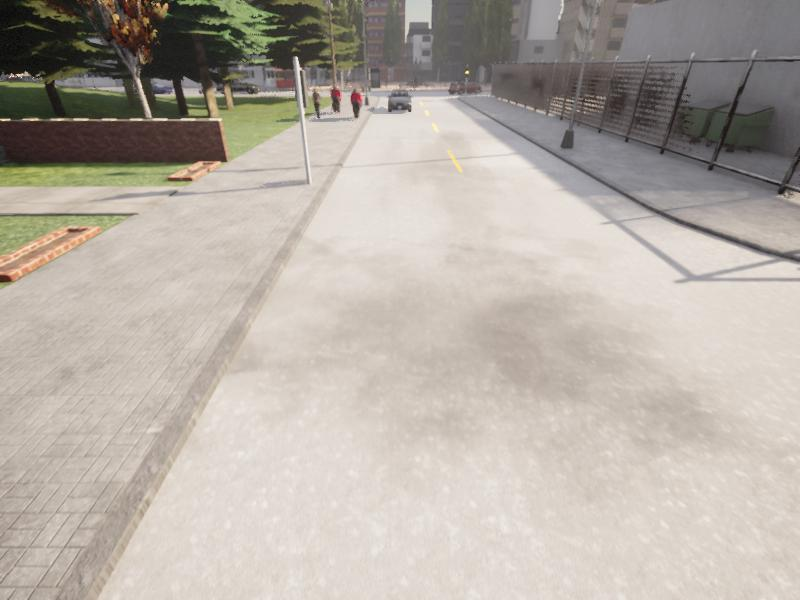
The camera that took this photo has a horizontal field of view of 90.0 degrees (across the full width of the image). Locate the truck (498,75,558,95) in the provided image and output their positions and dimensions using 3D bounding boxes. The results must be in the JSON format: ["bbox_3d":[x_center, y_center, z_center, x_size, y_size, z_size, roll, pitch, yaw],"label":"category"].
[{"bbox_3d":[15.434,-26.192,48.682,6.274,2.098,2.390,0,30,0],"label":"truck"}]

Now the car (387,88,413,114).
[{"bbox_3d":[-0.013,-15.147,30.420,1.816,1.474,4.193,0,30,0],"label":"car"}]

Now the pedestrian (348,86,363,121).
[{"bbox_3d":[-2.663,-11.888,24.213,0.751,1.860,0.751,-1,30,-1],"label":"pedestrian"}]

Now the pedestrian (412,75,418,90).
[{"bbox_3d":[2.124,-29.940,55.064,0.751,1.860,0.751,-1,30,-1],"label":"pedestrian"}]

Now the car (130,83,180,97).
[{"bbox_3d":[-29.924,-25.713,48.926,4.674,1.442,1.812,0,30,0],"label":"car"}]

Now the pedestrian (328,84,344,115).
[{"bbox_3d":[-4.335,-13.592,27.124,0.751,1.860,0.751,5,31,8],"label":"pedestrian"}]

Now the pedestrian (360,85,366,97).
[{"bbox_3d":[-4.036,-22.946,43.863,0.500,1.100,0.500,-12,32,-20],"label":"pedestrian"}]

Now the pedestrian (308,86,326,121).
[{"bbox_3d":[-5.008,-11.886,24.208,0.751,1.860,0.751,3,30,5],"label":"pedestrian"}]

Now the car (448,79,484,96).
[{"bbox_3d":[7.931,-25.616,48.181,3.988,1.617,1.851,-17,34,-27],"label":"car"}]

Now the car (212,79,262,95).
[{"bbox_3d":[-19.797,-25.978,48.774,5.027,1.651,2.152,0,30,0],"label":"car"}]

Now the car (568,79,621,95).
[{"bbox_3d":[23.709,-26.018,48.842,5.238,1.638,1.930,0,30,0],"label":"car"}]

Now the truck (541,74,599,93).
[{"bbox_3d":[22.027,-28.226,52.161,6.274,2.098,2.390,0,30,0],"label":"truck"}]
